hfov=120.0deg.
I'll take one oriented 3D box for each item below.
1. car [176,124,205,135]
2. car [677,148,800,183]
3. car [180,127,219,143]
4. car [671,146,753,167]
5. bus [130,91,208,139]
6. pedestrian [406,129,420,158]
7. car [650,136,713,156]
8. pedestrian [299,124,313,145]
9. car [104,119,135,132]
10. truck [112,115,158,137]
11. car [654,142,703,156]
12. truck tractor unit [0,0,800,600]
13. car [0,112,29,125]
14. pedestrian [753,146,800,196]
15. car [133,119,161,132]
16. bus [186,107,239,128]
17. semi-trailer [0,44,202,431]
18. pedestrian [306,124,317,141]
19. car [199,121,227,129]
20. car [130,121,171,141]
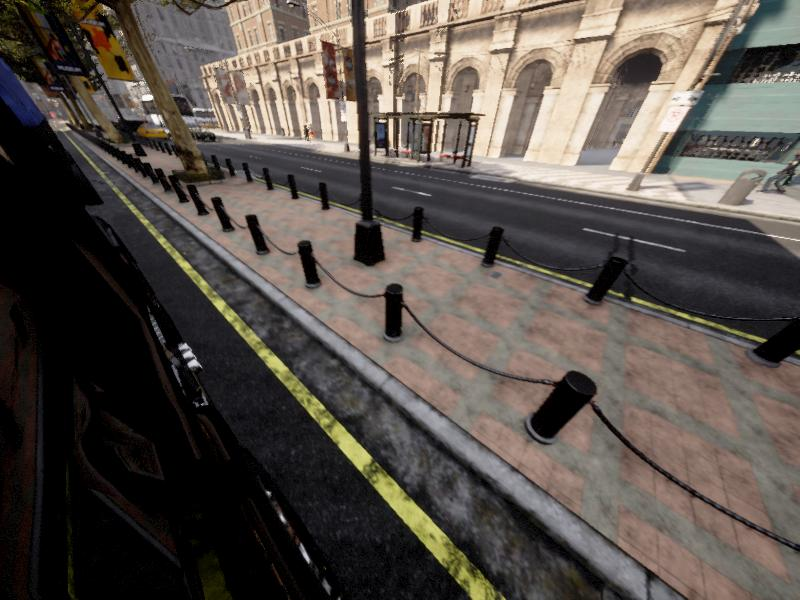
[{"bbox_3d":[-32.861,-26.714,36.195,4.718,1.301,1.895,28,44,30],"label":"car"},{"bbox_3d":[23.423,-9.595,16.271,4.786,1.482,2.161,28,44,30],"label":"car"},{"bbox_3d":[-22.875,-18.860,26.324,4.718,1.301,1.895,28,44,30],"label":"car"},{"bbox_3d":[31.175,-14.542,23.354,4.718,1.301,1.895,28,44,30],"label":"car"},{"bbox_3d":[-29.956,-23.722,29.932,10.273,4.253,3.944,28,44,30],"label":"bus"},{"bbox_3d":[1.012,-12.402,18.307,0.751,1.860,0.751,27,44,29],"label":"pedestrian"},{"bbox_3d":[42.408,-23.448,35.084,5.566,2.045,2.435,28,44,30],"label":"car"},{"bbox_3d":[-10.397,-18.369,25.600,0.751,1.860,0.751,22,41,24],"label":"pedestrian"},{"bbox_3d":[-44.683,-27.777,36.781,4.902,1.511,2.128,28,44,30],"label":"car"},{"bbox_3d":[-34.210,-22.458,29.808,6.274,2.098,2.390,28,44,30],"label":"truck"},{"bbox_3d":[42.350,-23.159,35.349,4.514,1.523,2.007,28,44,30],"label":"car"},{"bbox_3d":[-2.645,-0.295,0.351,6.516,4.208,3.053,28,44,30],"label":"truck tractor unit"},{"bbox_3d":[-72.068,-32.908,41.780,4.605,1.855,1.932,-17,41,-25],"label":"car"},{"bbox_3d":[17.621,-5.844,10.515,0.751,1.860,0.751,32,46,33],"label":"pedestrian"},{"bbox_3d":[-43.325,-29.852,39.516,4.856,1.649,2.033,28,44,30],"label":"car"},{"bbox_3d":[-53.085,-51.711,65.828,3.944,4.253,10.273,28,44,30],"label":"bus"},{"bbox_3d":[-8.708,-3.591,4.229,14.254,4.402,2.717,28,44,30],"label":"semi-trailer"},{"bbox_3d":[-11.546,-21.917,30.249,0.751,1.860,0.751,32,46,33],"label":"pedestrian"},{"bbox_3d":[-49.639,-46.606,61.467,1.801,1.575,5.366,28,44,29],"label":"car"},{"bbox_3d":[-28.015,-18.959,25.934,5.366,1.575,1.801,28,44,30],"label":"car"}]
